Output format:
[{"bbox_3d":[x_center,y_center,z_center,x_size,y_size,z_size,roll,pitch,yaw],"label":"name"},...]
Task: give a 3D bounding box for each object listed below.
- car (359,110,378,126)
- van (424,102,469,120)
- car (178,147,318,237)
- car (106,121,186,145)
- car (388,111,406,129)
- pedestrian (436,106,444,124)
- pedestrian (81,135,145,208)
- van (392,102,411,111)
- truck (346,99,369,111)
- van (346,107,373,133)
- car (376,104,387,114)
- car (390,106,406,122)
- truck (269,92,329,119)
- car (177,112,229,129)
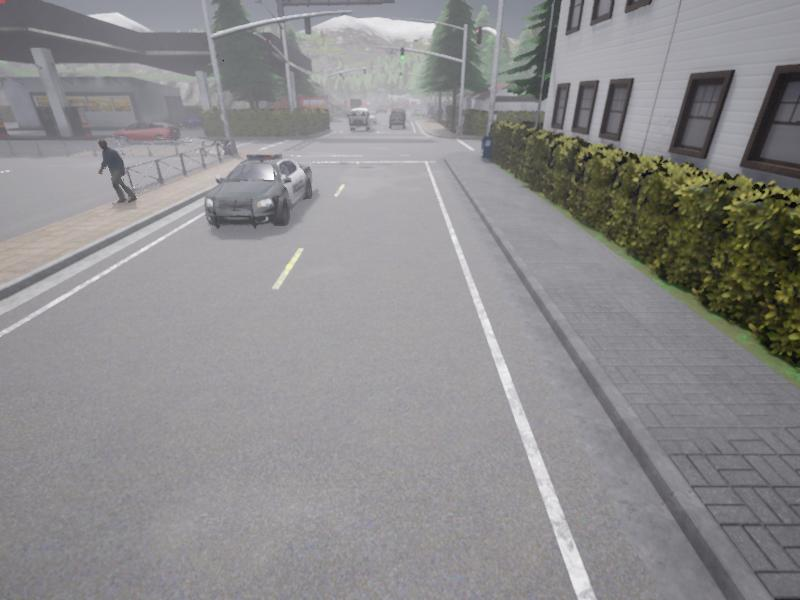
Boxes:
[{"bbox_3d":[-3.771,-21.958,48.187,1.812,1.442,4.674,-1,28,1],"label":"car"},{"bbox_3d":[6.919,-28.413,60.155,6.366,2.431,2.351,0,27,1],"label":"van"},{"bbox_3d":[-3.939,-3.327,11.548,2.038,1.542,4.974,0,26,0],"label":"car"},{"bbox_3d":[-19.214,-12.722,30.406,4.514,1.525,2.007,0,27,0],"label":"car"},{"bbox_3d":[-0.299,-19.361,42.991,1.789,1.549,3.705,-1,26,1],"label":"car"},{"bbox_3d":[4.614,-21.311,46.033,0.751,1.860,0.751,-4,27,-7],"label":"pedestrian"},{"bbox_3d":[-8.252,-3.720,11.560,0.751,1.860,0.751,12,29,22],"label":"pedestrian"},{"bbox_3d":[0.307,-46.715,96.530,4.442,1.987,1.775,0,27,0],"label":"van"},{"bbox_3d":[-10.519,-48.559,99.629,5.204,2.467,2.627,0,27,0],"label":"truck"},{"bbox_3d":[-3.818,-17.202,38.181,2.069,2.038,4.480,0,27,0],"label":"van"},{"bbox_3d":[-3.612,-37.737,79.003,2.038,1.542,4.974,0,27,0],"label":"car"},{"bbox_3d":[-0.261,-25.518,54.759,2.097,1.767,4.553,0,27,-1],"label":"car"},{"bbox_3d":[-15.770,-30.747,63.212,8.468,3.827,2.891,0,27,1],"label":"truck"},{"bbox_3d":[-22.444,-20.562,45.773,4.611,1.667,2.242,0,27,0],"label":"car"}]
